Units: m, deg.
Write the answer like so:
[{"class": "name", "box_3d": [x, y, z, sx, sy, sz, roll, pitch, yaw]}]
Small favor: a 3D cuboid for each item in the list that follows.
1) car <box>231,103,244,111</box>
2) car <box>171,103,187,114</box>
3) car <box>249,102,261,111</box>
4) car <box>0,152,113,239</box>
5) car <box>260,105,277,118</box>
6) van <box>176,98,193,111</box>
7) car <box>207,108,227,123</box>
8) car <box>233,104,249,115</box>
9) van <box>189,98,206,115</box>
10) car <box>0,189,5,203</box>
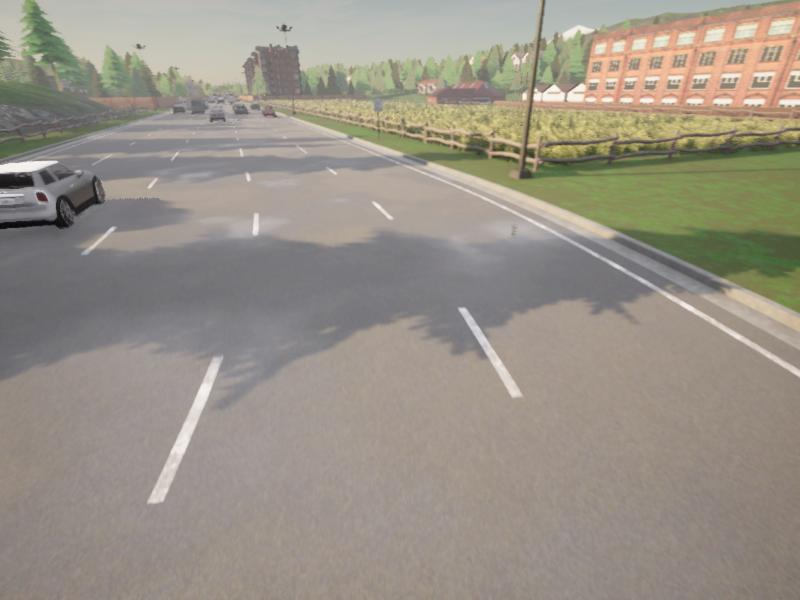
[{"class": "car", "box_3d": [-35.431, -42.121, 87.126, 2.128, 1.511, 4.902, -11, 29, -19]}, {"class": "car", "box_3d": [-41.319, -35.881, 74.922, 1.930, 1.638, 5.238, -11, 29, -19]}, {"class": "car", "box_3d": [-30.878, -41.255, 85.311, 1.837, 1.490, 4.892, -11, 29, -19]}, {"class": "car", "box_3d": [-9.803, -3.008, 10.953, 1.970, 1.475, 3.806, -9, 29, -16]}, {"class": "car", "box_3d": [-19.682, -28.240, 59.876, 1.845, 1.501, 3.633, -10, 29, -19]}, {"class": "van", "box_3d": [-46.874, -42.673, 87.292, 2.351, 2.431, 6.366, -11, 29, -19]}, {"class": "car", "box_3d": [-23.579, -23.874, 51.662, 2.033, 1.411, 5.357, -10, 29, -19]}, {"class": "car", "box_3d": [-27.840, -33.364, 69.949, 2.242, 1.667, 4.611, -11, 29, -19]}, {"class": "van", "box_3d": [-36.073, -34.604, 71.341, 1.988, 2.561, 5.915, -11, 29, -19]}, {"class": "car", "box_3d": [-12.955, -2.799, 9.977, 2.150, 2.045, 5.566, -10, 29, -18]}]
